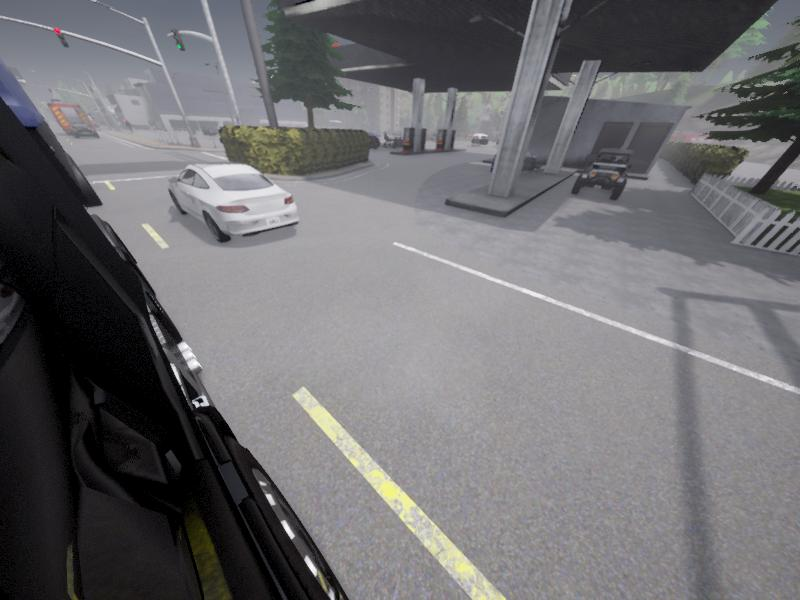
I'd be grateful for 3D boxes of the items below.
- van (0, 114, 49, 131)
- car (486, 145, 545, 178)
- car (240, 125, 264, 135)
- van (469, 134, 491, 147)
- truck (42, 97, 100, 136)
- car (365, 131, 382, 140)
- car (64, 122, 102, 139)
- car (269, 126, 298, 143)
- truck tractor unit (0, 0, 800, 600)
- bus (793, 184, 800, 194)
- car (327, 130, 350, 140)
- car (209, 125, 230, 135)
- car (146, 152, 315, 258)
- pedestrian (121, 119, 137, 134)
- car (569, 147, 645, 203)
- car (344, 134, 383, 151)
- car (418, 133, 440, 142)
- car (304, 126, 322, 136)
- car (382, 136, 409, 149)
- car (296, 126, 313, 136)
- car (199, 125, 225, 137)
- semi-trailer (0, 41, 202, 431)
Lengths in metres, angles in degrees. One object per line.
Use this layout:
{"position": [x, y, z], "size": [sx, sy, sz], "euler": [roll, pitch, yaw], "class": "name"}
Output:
{"position": [-60.287, -28.137, 36.666], "size": [4.480, 2.038, 2.069], "euler": [-2, 34, -5], "class": "van"}
{"position": [8.598, -10.360, 17.084], "size": [2.242, 1.667, 4.611], "euler": [27, 43, 30], "class": "car"}
{"position": [-32.553, -37.378, 50.791], "size": [5.027, 1.636, 2.152], "euler": [27, 43, 30], "class": "car"}
{"position": [15.855, -31.486, 45.569], "size": [2.069, 2.038, 4.480], "euler": [28, 44, 30], "class": "van"}
{"position": [-45.901, -25.432, 32.254], "size": [8.468, 3.827, 2.891], "euler": [28, 43, 30], "class": "truck"}
{"position": [-6.285, -38.534, 54.043], "size": [3.633, 1.501, 1.845], "euler": [27, 43, 30], "class": "car"}
{"position": [-39.093, -20.935, 28.476], "size": [4.974, 1.542, 2.038], "euler": [28, 43, 30], "class": "car"}
{"position": [-17.211, -24.510, 34.118], "size": [3.866, 1.878, 1.905], "euler": [27, 43, 30], "class": "car"}
{"position": [-2.645, -0.295, 0.351], "size": [6.516, 4.208, 3.053], "euler": [28, 44, 30], "class": "truck tractor unit"}
{"position": [22.632, -5.404, 8.866], "size": [3.944, 4.253, 10.273], "euler": [28, 44, 30], "class": "bus"}
{"position": [-12.688, -34.151, 47.746], "size": [4.514, 1.523, 2.007], "euler": [27, 43, 30], "class": "car"}
{"position": [-36.398, -34.348, 46.628], "size": [3.806, 1.475, 1.970], "euler": [27, 43, 30], "class": "car"}
{"position": [-4.530, -2.804, 6.093], "size": [4.674, 1.442, 1.812], "euler": [28, 43, 30], "class": "car"}
{"position": [-41.230, -26.403, 35.200], "size": [0.751, 1.860, 0.751], "euler": [-19, 41, -26], "class": "pedestrian"}
{"position": [10.196, -6.314, 11.429], "size": [1.905, 1.878, 3.866], "euler": [27, 43, 30], "class": "car"}
{"position": [-4.654, -20.527, 30.018], "size": [2.033, 1.649, 4.856], "euler": [28, 43, 30], "class": "car"}
{"position": [7.174, -40.696, 57.702], "size": [5.027, 1.636, 2.152], "euler": [27, 43, 30], "class": "car"}
{"position": [-22.858, -44.528, 60.869], "size": [4.605, 1.855, 1.932], "euler": [27, 43, 30], "class": "car"}
{"position": [-0.597, -23.247, 34.035], "size": [1.970, 1.475, 3.806], "euler": [28, 43, 30], "class": "car"}
{"position": [-24.393, -43.095, 58.818], "size": [3.866, 1.878, 1.905], "euler": [27, 43, 30], "class": "car"}
{"position": [-33.310, -29.860, 40.846], "size": [4.514, 1.523, 2.007], "euler": [27, 43, 30], "class": "car"}
{"position": [-8.721, -3.568, 4.238], "size": [14.254, 4.402, 2.717], "euler": [28, 43, 30], "class": "semi-trailer"}
